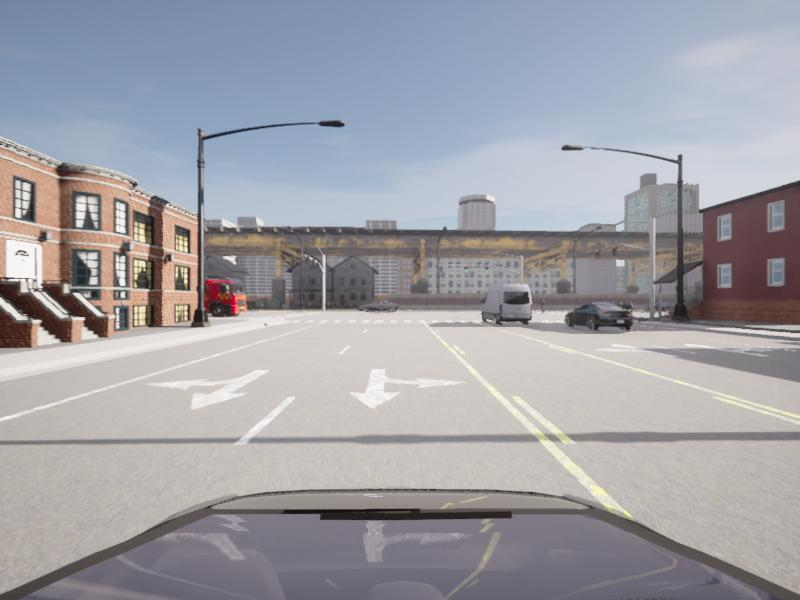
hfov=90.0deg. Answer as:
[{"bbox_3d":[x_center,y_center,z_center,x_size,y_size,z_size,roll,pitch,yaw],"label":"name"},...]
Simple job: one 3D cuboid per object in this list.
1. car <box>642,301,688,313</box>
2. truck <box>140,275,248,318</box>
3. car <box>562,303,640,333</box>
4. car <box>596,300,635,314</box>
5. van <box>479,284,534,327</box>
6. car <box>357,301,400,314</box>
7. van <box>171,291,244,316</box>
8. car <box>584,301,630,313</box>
[{"bbox_3d":[33.751,0.872,50.975,4.674,1.442,1.812,0,0,0],"label":"car"},{"bbox_3d":[-18.860,-0.319,36.987,8.468,3.827,2.891,0,0,0],"label":"truck"},{"bbox_3d":[10.498,0.871,21.333,1.812,1.442,4.674,0,0,0],"label":"car"},{"bbox_3d":[25.549,0.811,47.479,3.705,1.549,1.789,-1,0,0],"label":"car"},{"bbox_3d":[6.926,0.323,26.805,1.988,2.561,5.915,0,0,-1],"label":"van"},{"bbox_3d":[-2.479,0.839,47.487,4.902,1.511,2.128,0,0,0],"label":"car"},{"bbox_3d":[-19.409,0.379,40.544,6.366,2.431,2.351,0,0,1],"label":"van"},{"bbox_3d":[26.379,0.846,50.977,4.892,1.490,1.837,0,0,0],"label":"car"}]
